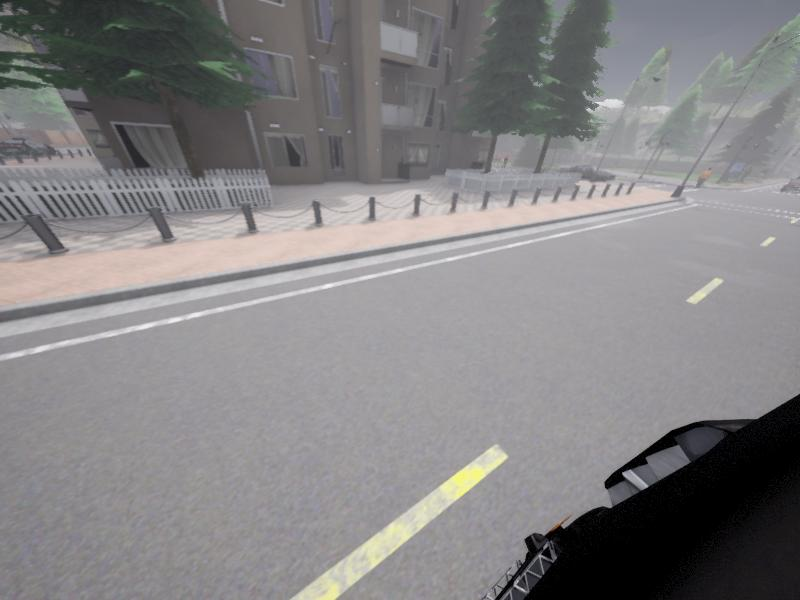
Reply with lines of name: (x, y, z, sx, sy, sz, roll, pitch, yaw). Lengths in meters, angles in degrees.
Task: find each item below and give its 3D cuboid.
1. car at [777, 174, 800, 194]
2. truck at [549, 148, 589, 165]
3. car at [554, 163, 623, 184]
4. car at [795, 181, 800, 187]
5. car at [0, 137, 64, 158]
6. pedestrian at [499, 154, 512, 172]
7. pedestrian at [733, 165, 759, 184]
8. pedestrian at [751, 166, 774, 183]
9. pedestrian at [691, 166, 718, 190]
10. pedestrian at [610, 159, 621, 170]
car: (39.390, -11.366, 22.591, 3.705, 1.549, 1.789, -16, 38, -26)
truck: (49.375, -41.939, 67.614, 8.468, 3.827, 2.891, 22, 38, 27)
car: (20.168, -13.788, 25.033, 2.033, 1.411, 5.357, -15, 37, -25)
car: (53.106, -15.234, 29.495, 3.806, 1.475, 1.970, -16, 38, -26)
car: (-37.256, -15.318, 23.194, 2.038, 1.542, 4.974, -15, 37, -24)
pedestrian: (12.725, -16.517, 27.906, 0.751, 1.860, 0.751, -15, 37, -25)
pedestrian: (40.643, -14.712, 27.158, 0.751, 1.860, 0.751, -9, 35, -17)
pedestrian: (47.394, -16.423, 30.228, 0.751, 1.860, 0.751, -22, 41, -33)
pedestrian: (28.025, -11.255, 21.292, 0.751, 1.860, 0.751, -24, 42, -35)
pedestrian: (41.471, -26.051, 44.422, 0.751, 1.860, 0.751, 14, 35, 17)
